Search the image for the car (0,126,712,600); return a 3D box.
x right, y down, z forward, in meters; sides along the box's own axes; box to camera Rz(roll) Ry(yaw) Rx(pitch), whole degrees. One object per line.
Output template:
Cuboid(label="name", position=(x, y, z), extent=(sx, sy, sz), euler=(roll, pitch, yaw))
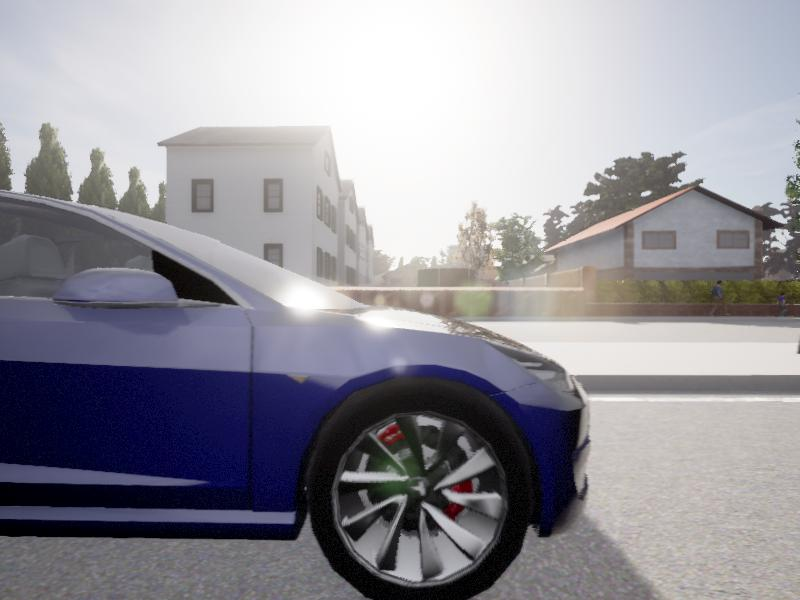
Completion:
Cuboid(label="car", position=(-1.518, 0.250, 2.218), extent=(4.792, 1.488, 2.163), euler=(0, 0, 0))

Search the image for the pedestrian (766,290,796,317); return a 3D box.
Cuboid(label="pedestrian", position=(18.706, 0.169, 19.673), extent=(0.751, 1.300, 0.751), euler=(0, 0, 1))

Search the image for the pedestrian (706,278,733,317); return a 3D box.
Cuboid(label="pedestrian", position=(15.662, -0.112, 19.635), extent=(0.751, 1.860, 0.751), euler=(0, 0, 2))

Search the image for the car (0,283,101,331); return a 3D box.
Cuboid(label="car", position=(-13.582, 0.225, 13.811), extent=(4.974, 1.542, 2.038), euler=(0, 0, 0))
